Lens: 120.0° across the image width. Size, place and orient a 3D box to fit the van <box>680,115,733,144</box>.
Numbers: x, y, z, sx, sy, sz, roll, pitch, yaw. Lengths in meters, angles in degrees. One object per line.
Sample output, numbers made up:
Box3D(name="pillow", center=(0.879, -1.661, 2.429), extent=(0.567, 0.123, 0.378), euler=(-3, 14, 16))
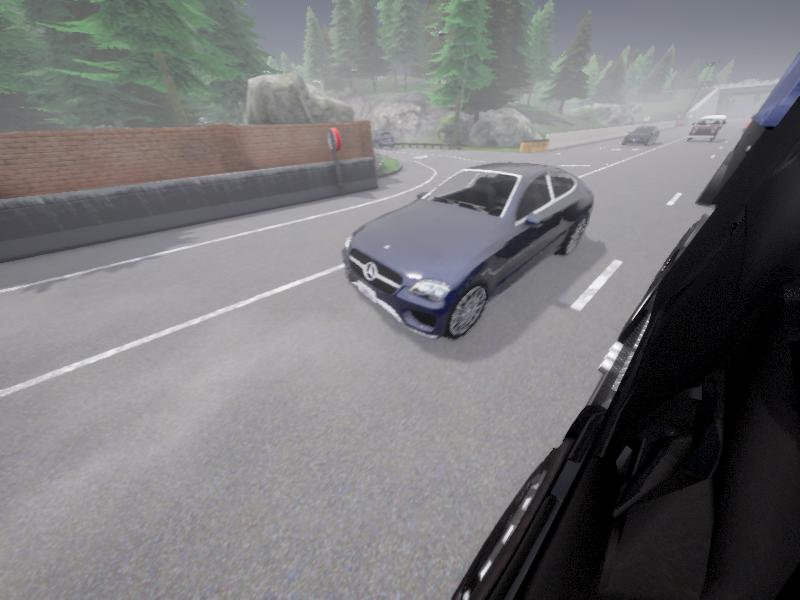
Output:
Box3D(name="van", center=(29.312, -16.333, 22.072), extent=(4.480, 2.038, 2.069), euler=(-28, 44, -30))

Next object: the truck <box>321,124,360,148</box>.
Box3D(name="truck", center=(-8.144, -22.250, 31.331), extent=(2.627, 2.467, 5.204), euler=(-27, 43, -29))

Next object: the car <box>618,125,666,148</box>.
Box3D(name="car", center=(22.525, -15.250, 21.459), extent=(4.892, 1.490, 1.837), euler=(-28, 44, -30))

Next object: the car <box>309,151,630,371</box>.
Box3D(name="car", center=(1.490, -1.362, 4.005), extent=(5.027, 1.651, 2.152), euler=(-28, 44, -30))

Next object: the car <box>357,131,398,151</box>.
Box3D(name="car", center=(-2.575, -18.006, 26.073), extent=(2.033, 1.649, 4.856), euler=(-27, 43, -29))

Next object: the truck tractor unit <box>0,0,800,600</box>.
Box3D(name="truck tractor unit", center=(2.645, -0.295, 0.351), extent=(6.516, 4.208, 3.053), euler=(-28, 44, -30))

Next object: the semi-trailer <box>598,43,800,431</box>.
Box3D(name="semi-trailer", center=(8.695, -3.594, 4.250), extent=(14.254, 4.402, 2.717), euler=(-28, 44, -30))

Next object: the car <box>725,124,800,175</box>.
Box3D(name="car", center=(17.874, -7.327, 11.047), extent=(4.856, 1.649, 2.033), euler=(-28, 44, -30))
